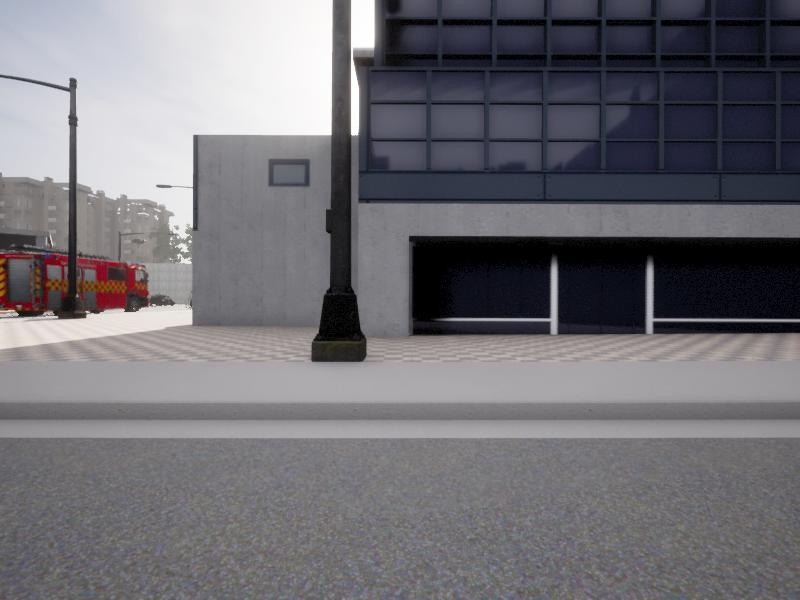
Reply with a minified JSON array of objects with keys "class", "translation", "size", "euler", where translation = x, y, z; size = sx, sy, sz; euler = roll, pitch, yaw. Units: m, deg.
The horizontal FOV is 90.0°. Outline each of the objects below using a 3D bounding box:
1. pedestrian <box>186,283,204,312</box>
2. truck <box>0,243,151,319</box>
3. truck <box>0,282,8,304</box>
[{"class":"pedestrian","translation":[-13.330,-0.141,26.054],"size":[0.751,1.860,0.751],"euler":[0,0,0]},{"class":"truck","translation":[-19.427,-0.979,24.565],"size":[2.891,3.827,8.468],"euler":[0,0,1]},{"class":"truck","translation":[-74.837,-1.264,70.577],"size":[8.468,3.827,2.891],"euler":[0,0,2]}]
